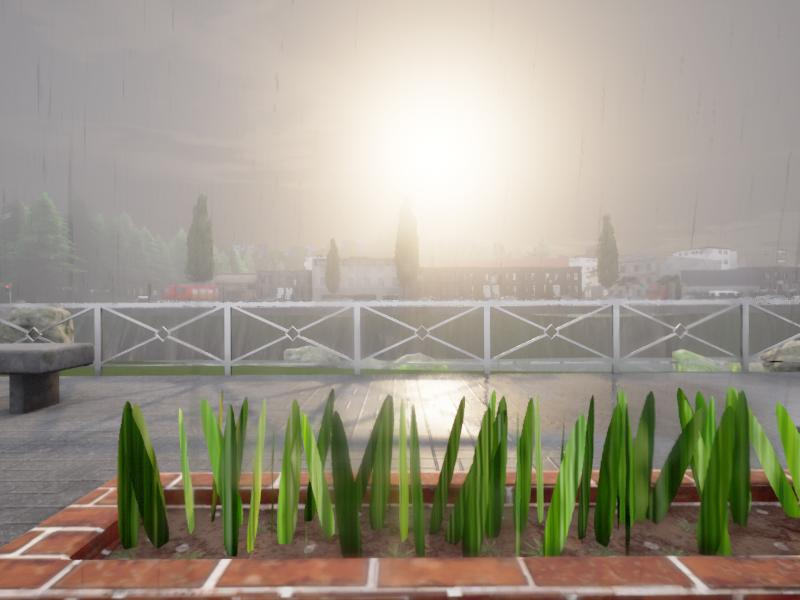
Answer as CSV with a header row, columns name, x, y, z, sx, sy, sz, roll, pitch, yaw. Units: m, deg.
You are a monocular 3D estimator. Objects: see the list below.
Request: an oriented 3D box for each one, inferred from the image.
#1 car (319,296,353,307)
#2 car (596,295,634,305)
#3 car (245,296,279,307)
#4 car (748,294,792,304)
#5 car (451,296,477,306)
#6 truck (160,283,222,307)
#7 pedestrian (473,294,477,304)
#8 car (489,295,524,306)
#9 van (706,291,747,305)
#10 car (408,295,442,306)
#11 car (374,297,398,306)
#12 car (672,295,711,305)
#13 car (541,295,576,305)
name,x,y,z,sx,sy,sz,roll,pitch,yaw
car,-10.256,0.206,64.346,5.027,1.651,2.152,0,0,0
car,34.589,-0.020,64.399,4.974,1.542,2.038,0,0,0
car,-22.169,0.266,64.335,4.856,1.649,2.033,0,0,0
car,59.545,-0.179,64.426,5.238,1.638,1.930,0,0,0
car,10.234,0.168,64.366,3.806,1.475,1.970,0,0,0
truck,-33.459,-0.772,64.325,8.468,3.827,2.891,0,0,0
pedestrian,13.166,-0.170,70.149,0.751,1.860,0.751,0,0,5
car,17.109,0.049,64.377,5.238,1.638,1.930,0,0,0
van,49.256,-0.320,60.415,4.480,2.038,2.069,0,0,0
car,3.968,0.119,64.363,5.238,1.638,1.930,0,0,0
car,-2.232,0.235,64.350,3.806,1.475,1.970,0,0,0
car,46.911,-0.060,64.412,5.008,1.535,1.882,0,0,0
car,25.453,0.001,64.388,4.856,1.649,2.033,0,0,0
